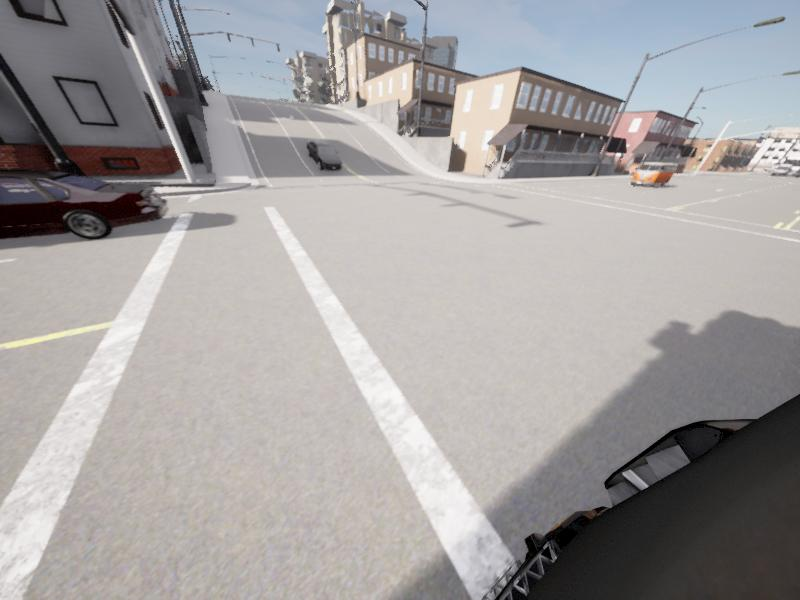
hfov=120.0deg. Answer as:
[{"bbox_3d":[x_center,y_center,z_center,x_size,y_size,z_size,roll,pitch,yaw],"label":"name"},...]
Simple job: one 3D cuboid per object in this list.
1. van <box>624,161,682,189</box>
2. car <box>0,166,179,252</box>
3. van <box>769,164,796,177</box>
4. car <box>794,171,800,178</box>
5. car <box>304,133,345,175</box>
[{"bbox_3d":[23.178,-11.461,21.166,4.442,1.987,1.775,-16,38,-26],"label":"van"},{"bbox_3d":[-8.885,-2.112,5.194,5.357,1.411,2.033,-18,39,-28],"label":"car"},{"bbox_3d":[93.588,-31.734,56.516,5.915,2.561,1.988,-16,38,-26],"label":"van"},{"bbox_3d":[94.524,-29.329,53.923,3.988,1.617,1.851,-16,38,-26],"label":"car"},{"bbox_3d":[-6.553,-12.697,19.989,1.882,1.535,5.008,-17,54,-27],"label":"car"}]
